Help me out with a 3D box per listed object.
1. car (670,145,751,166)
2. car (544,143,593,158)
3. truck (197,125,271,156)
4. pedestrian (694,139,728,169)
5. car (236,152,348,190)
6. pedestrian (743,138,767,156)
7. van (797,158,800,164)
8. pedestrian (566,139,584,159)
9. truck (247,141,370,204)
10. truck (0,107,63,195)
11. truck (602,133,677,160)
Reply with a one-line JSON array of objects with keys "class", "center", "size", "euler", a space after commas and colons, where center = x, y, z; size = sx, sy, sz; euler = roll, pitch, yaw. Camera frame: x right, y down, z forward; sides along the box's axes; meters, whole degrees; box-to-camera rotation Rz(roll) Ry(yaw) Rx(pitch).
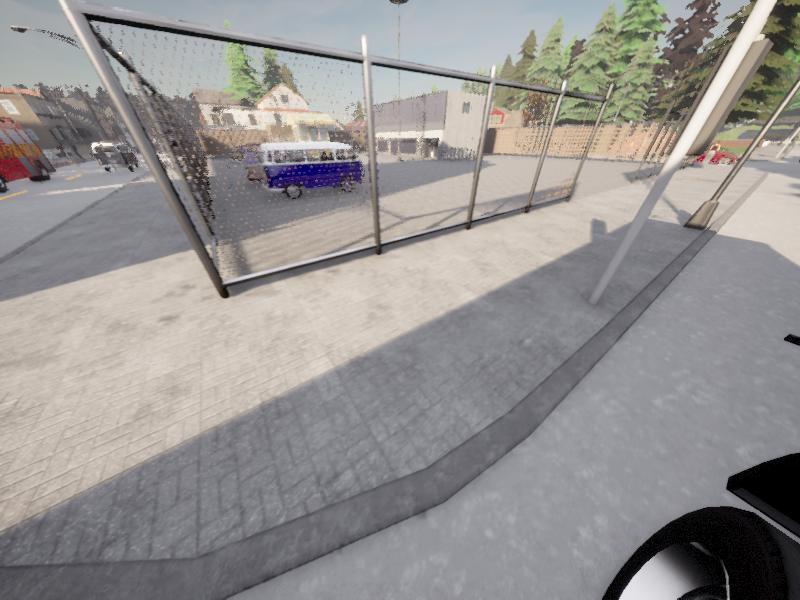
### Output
[{"class": "car", "center": [29.211, -13.772, 21.915], "size": [1.816, 1.474, 4.193], "euler": [-23, 41, -29]}, {"class": "car", "center": [21.999, -19.637, 30.315], "size": [1.812, 1.442, 4.674], "euler": [-22, 41, -28]}, {"class": "truck", "center": [-26.124, -25.506, 36.960], "size": [8.468, 3.827, 2.891], "euler": [-26, 43, -32]}, {"class": "pedestrian", "center": [23.866, -11.209, 17.753], "size": [0.751, 1.860, 0.751], "euler": [-26, 43, -32]}, {"class": "car", "center": [-6.037, -7.602, 13.389], "size": [5.357, 1.415, 2.033], "euler": [-22, 41, -28]}, {"class": "pedestrian", "center": [43.936, -18.980, 28.624], "size": [0.751, 1.860, 0.751], "euler": [26, 43, 32]}, {"class": "van", "center": [40.357, -14.347, 21.719], "size": [5.915, 2.561, 1.988], "euler": [-22, 41, -28]}, {"class": "pedestrian", "center": [19.457, -16.779, 25.685], "size": [0.751, 1.860, 0.751], "euler": [-22, 41, -28]}, {"class": "truck", "center": [-3.903, -5.940, 10.475], "size": [4.478, 2.038, 2.069], "euler": [-22, 41, -28]}, {"class": "truck", "center": [-23.004, -7.919, 12.002], "size": [2.891, 3.827, 8.468], "euler": [-22, 41, -28]}, {"class": "truck", "center": [28.614, -18.579, 27.863], "size": [2.627, 2.467, 5.204], "euler": [-22, 40, -27]}]
